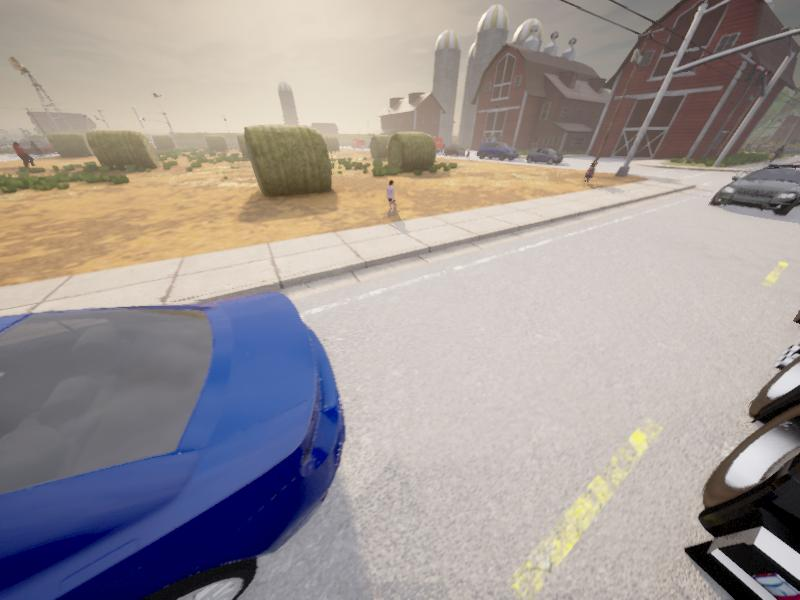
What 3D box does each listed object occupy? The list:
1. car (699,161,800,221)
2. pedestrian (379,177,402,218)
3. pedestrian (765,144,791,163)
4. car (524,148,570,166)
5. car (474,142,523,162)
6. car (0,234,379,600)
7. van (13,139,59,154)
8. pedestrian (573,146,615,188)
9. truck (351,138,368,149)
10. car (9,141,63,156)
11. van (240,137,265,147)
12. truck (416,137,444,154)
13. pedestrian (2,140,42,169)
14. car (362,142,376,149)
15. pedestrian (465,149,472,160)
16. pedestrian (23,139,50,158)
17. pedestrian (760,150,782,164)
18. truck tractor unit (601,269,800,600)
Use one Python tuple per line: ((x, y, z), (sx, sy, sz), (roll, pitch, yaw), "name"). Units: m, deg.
((15.075, -4.615, 9.410), (4.974, 1.542, 2.038), (-18, 39, -24), "car")
((-0.289, -3.301, 7.444), (0.500, 1.100, 0.500), (29, 44, 34), "pedestrian")
((44.417, -17.223, 27.157), (0.751, 1.860, 0.751), (-23, 41, -29), "pedestrian")
((16.305, -16.091, 25.842), (1.845, 1.501, 3.633), (-19, 39, -25), "car")
((12.807, -19.631, 30.451), (2.150, 2.045, 5.566), (-19, 39, -25), "car")
((-2.797, 1.166, 0.954), (5.008, 1.535, 1.882), (-18, 39, -25), "car")
((-59.699, -25.299, 38.028), (1.775, 1.987, 4.442), (-16, 38, -22), "van")
((10.149, -6.995, 12.164), (0.751, 1.860, 0.751), (-8, 36, -12), "pedestrian")
((-11.008, -42.391, 62.561), (2.627, 2.467, 5.204), (-19, 39, -25), "truck")
((-53.069, -22.225, 33.838), (2.097, 1.767, 4.553), (-16, 38, -22), "car")
((-46.087, -49.308, 72.154), (5.915, 2.561, 1.988), (-18, 39, -25), "van")
((5.775, -30.346, 45.300), (2.627, 2.467, 5.204), (-20, 39, -24), "truck")
((-29.871, -11.525, 18.303), (0.751, 1.860, 0.751), (-26, 43, -32), "pedestrian")
((-8.899, -43.892, 65.506), (2.038, 1.542, 4.974), (-19, 39, -25), "car")
((8.316, -17.645, 28.083), (0.500, 1.100, 0.500), (25, 42, 31), "pedestrian")
((-43.415, -18.081, 27.601), (0.751, 1.860, 0.751), (-22, 41, -28), "pedestrian")
((42.604, -16.466, 26.544), (0.751, 1.300, 0.751), (-18, 39, -25), "pedestrian")
((5.115, -0.298, 0.767), (6.516, 4.208, 3.053), (-18, 39, -24), "truck tractor unit")
